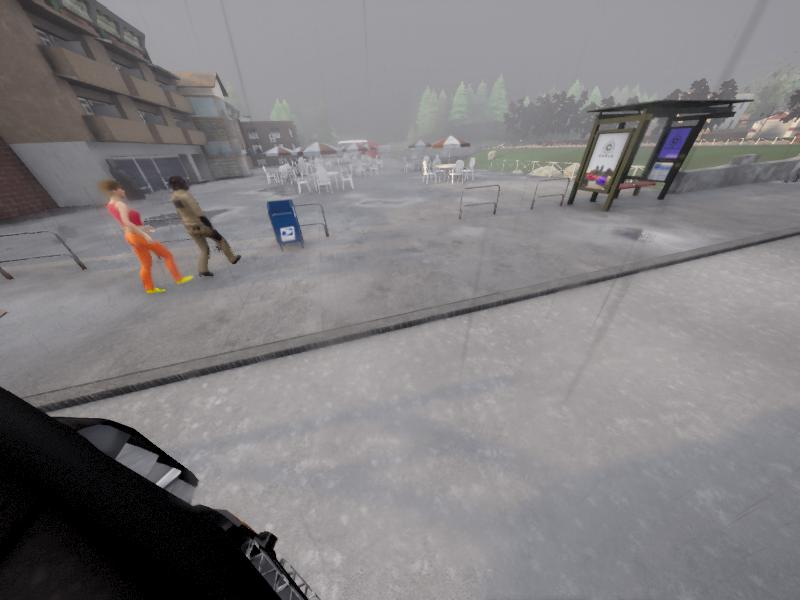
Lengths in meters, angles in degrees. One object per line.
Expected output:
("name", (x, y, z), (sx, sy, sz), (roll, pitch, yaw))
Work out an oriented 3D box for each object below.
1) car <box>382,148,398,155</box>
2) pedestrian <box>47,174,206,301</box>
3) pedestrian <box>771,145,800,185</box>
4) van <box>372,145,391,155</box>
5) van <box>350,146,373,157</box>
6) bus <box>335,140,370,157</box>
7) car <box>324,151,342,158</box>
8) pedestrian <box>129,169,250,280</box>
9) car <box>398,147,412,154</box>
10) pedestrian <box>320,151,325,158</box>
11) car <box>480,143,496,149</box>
("car", (-3.177, -48.581, 75.540), (4.856, 1.649, 2.033), (-12, 35, -13))
("pedestrian", (-4.352, -1.010, 3.881), (0.751, 1.860, 0.751), (10, 36, 18))
("pedestrian", (16.691, -5.787, 9.388), (0.751, 1.860, 0.751), (-12, 35, -13))
("van", (-6.217, -50.669, 78.066), (5.915, 2.561, 1.988), (-12, 35, -13))
("van", (-12.181, -47.047, 73.236), (6.366, 2.431, 2.351), (-12, 35, -13))
("bus", (-15.564, -49.366, 75.334), (10.273, 4.253, 3.944), (-12, 35, -13))
("car", (-20.637, -44.942, 71.508), (4.974, 1.542, 2.038), (-12, 35, -13))
("pedestrian", (-3.840, -1.405, 4.432), (0.751, 1.860, 0.751), (5, 35, 12))
("car", (1.732, -51.979, 80.121), (4.553, 1.767, 2.097), (-12, 35, -13))
("pedestrian", (-24.380, -45.747, 72.724), (0.751, 1.860, 0.751), (22, 41, 33))
("car", (31.762, -55.816, 83.637), (4.856, 1.649, 2.033), (-12, 35, -13))
